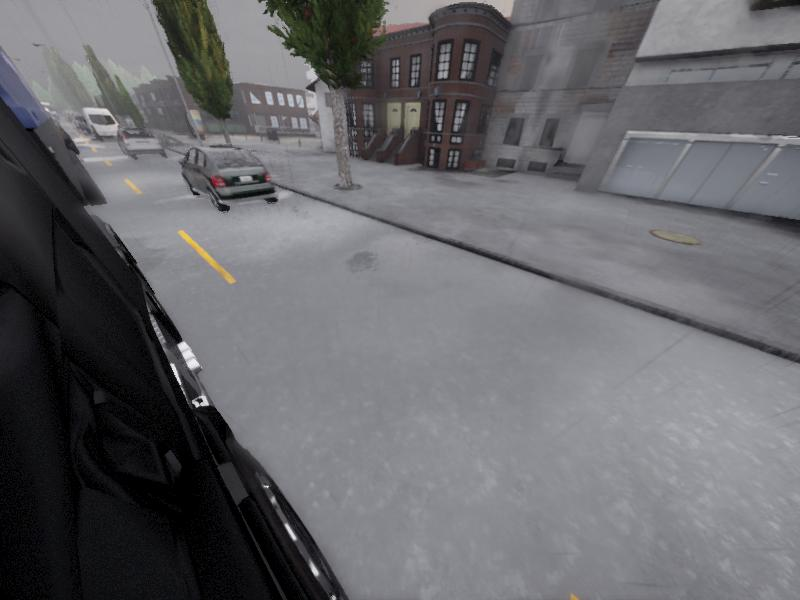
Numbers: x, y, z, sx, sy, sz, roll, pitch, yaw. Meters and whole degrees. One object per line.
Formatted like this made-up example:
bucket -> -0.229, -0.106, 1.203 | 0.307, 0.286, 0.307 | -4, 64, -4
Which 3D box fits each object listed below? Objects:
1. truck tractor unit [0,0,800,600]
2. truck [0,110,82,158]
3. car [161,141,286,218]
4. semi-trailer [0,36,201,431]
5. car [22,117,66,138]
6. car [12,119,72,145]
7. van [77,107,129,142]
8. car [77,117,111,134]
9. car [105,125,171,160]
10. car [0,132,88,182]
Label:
truck tractor unit -> -2.645, -0.295, 0.351 | 6.516, 4.208, 3.053 | 28, 44, 30
truck -> -22.913, -10.585, 14.622 | 6.274, 2.098, 2.390 | 29, 44, 31
car -> -5.671, -4.063, 7.441 | 3.705, 1.549, 1.789 | 29, 44, 30
semi-trailer -> -8.664, -3.626, 4.265 | 14.254, 4.402, 2.717 | 29, 44, 30
car -> -36.753, -17.883, 23.947 | 5.366, 1.575, 1.801 | 29, 44, 30
car -> -30.061, -14.241, 19.555 | 4.902, 1.511, 2.128 | 29, 44, 31
van -> -30.684, -18.102, 23.829 | 5.915, 2.561, 1.988 | 29, 44, 31
car -> -41.358, -23.563, 31.221 | 4.856, 1.649, 2.033 | 28, 44, 31
car -> -16.963, -10.248, 14.962 | 3.988, 1.617, 1.851 | 29, 44, 30
car -> -15.467, -6.203, 9.850 | 4.181, 1.385, 1.994 | 28, 43, 31
